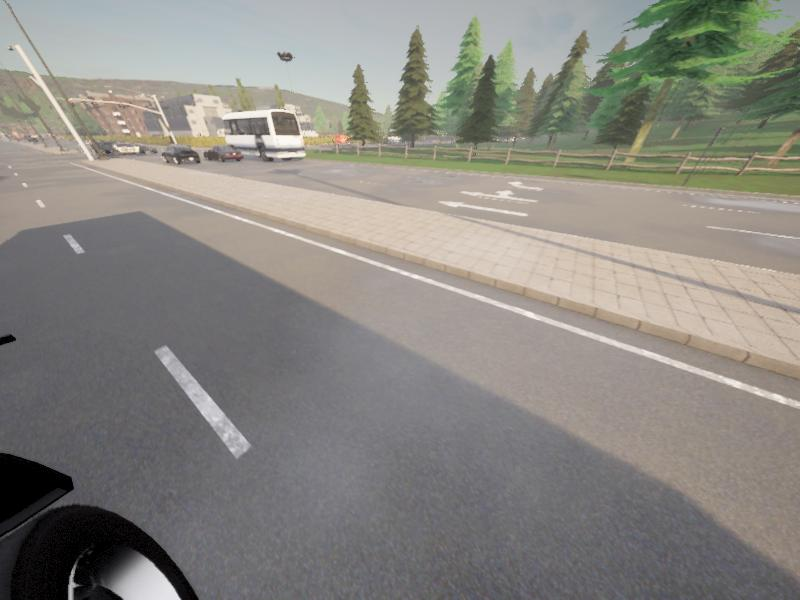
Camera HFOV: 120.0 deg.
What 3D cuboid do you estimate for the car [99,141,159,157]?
[{"bbox_3d":[-35.898,-20.157,30.757,2.038,1.542,4.974,29,44,35],"label":"car"}]

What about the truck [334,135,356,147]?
[{"bbox_3d":[-14.950,-43.671,63.397,2.627,2.467,5.204,22,41,28],"label":"truck"}]

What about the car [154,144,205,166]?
[{"bbox_3d":[-21.171,-13.984,22.190,4.892,1.490,1.837,22,40,27],"label":"car"}]

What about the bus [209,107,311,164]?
[{"bbox_3d":[-15.011,-17.469,24.787,10.273,4.253,3.944,22,40,27],"label":"bus"}]

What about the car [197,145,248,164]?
[{"bbox_3d":[-18.636,-15.381,24.276,5.357,1.411,2.033,22,40,27],"label":"car"}]

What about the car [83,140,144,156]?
[{"bbox_3d":[-39.615,-21.244,32.179,4.856,1.649,2.033,-21,42,-27],"label":"car"}]

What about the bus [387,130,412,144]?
[{"bbox_3d":[-0.049,-60.182,85.336,3.944,4.253,10.273,22,41,27],"label":"bus"}]
